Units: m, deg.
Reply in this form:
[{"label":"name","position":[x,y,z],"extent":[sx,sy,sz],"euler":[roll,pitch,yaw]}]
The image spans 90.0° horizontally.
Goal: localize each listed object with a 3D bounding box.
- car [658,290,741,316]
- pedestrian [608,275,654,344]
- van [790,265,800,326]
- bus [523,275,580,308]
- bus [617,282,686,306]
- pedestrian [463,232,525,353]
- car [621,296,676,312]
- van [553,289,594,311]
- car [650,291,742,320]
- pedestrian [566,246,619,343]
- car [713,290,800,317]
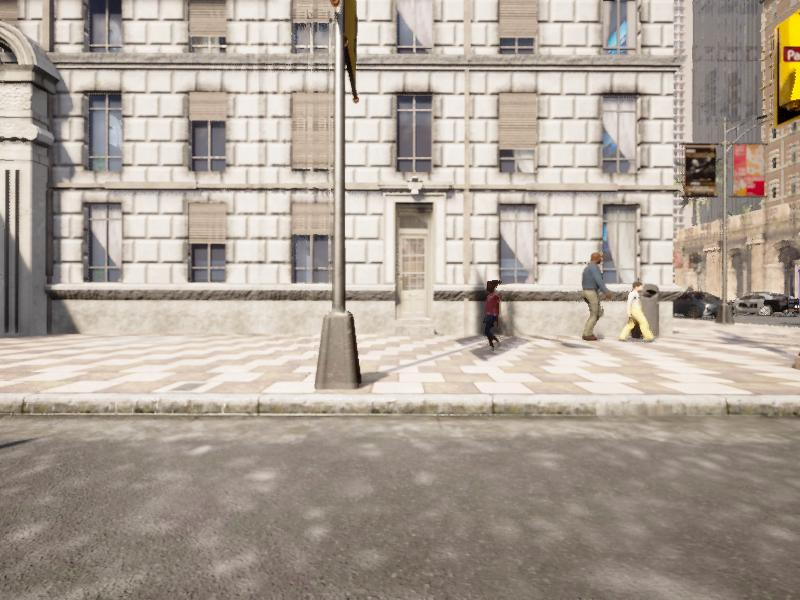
[{"label":"car","position":[20.442,0.212,27.614],"extent":[2.242,1.667,4.611],"euler":[0,0,0]},{"label":"pedestrian","position":[4.612,0.177,7.962],"extent":[0.751,1.300,0.751],"euler":[0,0,33]},{"label":"van","position":[17.021,-0.176,13.047],"extent":[2.351,2.431,6.366],"euler":[0,0,0]},{"label":"bus","position":[20.671,-1.072,55.560],"extent":[3.944,4.253,10.273],"euler":[0,0,0]},{"label":"bus","position":[45.860,-1.016,73.205],"extent":[10.273,4.253,3.944],"euler":[0,0,0]},{"label":"pedestrian","position":[1.521,-0.111,6.584],"extent":[0.751,1.860,0.751],"euler":[0,0,-9]},{"label":"car","position":[23.928,0.359,38.807],"extent":[2.033,1.411,5.357],"euler":[0,0,0]},{"label":"van","position":[16.916,0.020,39.179],"extent":[2.069,2.038,4.480],"euler":[0,0,0]},{"label":"car","position":[16.967,0.274,23.259],"extent":[2.007,1.525,4.514],"euler":[0,0,0]},{"label":"pedestrian","position":[3.875,-0.105,8.110],"extent":[0.751,1.860,0.751],"euler":[0,0,5]},{"label":"car","position":[23.961,0.235,26.731],"extent":[1.930,1.638,5.238],"euler":[0,0,0]}]
